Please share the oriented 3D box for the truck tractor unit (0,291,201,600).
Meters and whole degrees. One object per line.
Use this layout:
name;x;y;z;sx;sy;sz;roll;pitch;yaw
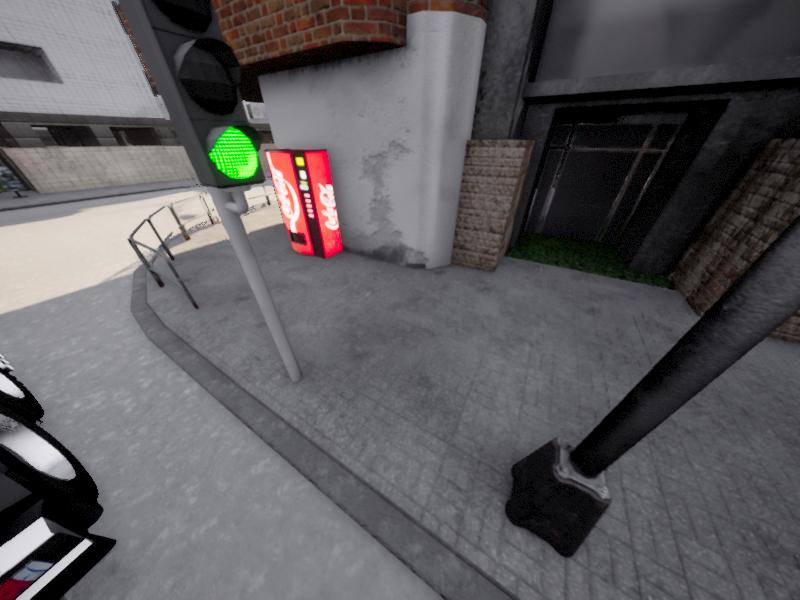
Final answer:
truck tractor unit;-5.153;-0.257;0.710;6.516;4.208;3.053;17;38;22
